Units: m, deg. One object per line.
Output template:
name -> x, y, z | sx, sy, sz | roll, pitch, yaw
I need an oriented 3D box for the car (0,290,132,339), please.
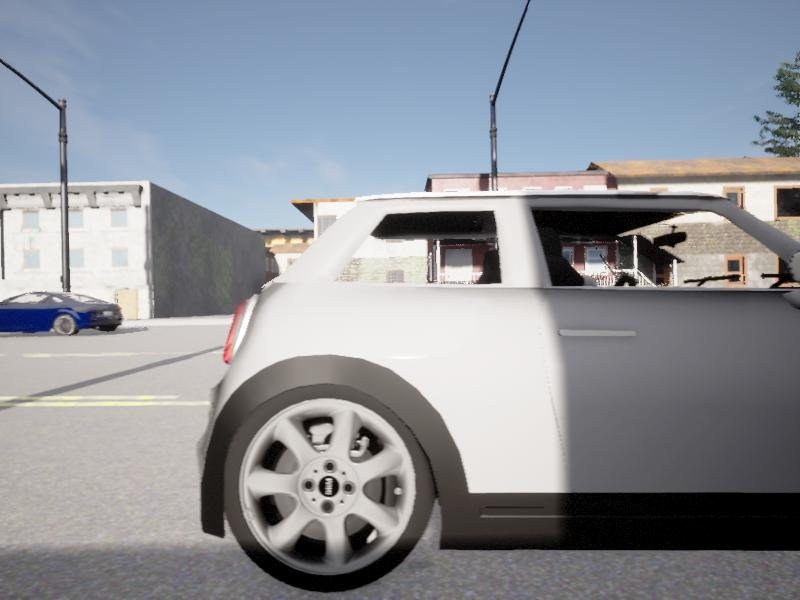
car -> -11.267, 0.428, 12.689 | 4.181, 1.385, 1.994 | -1, 0, 0

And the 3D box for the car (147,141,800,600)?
car -> 1.132, 0.253, 2.205 | 3.806, 1.475, 1.970 | 0, 0, 0
